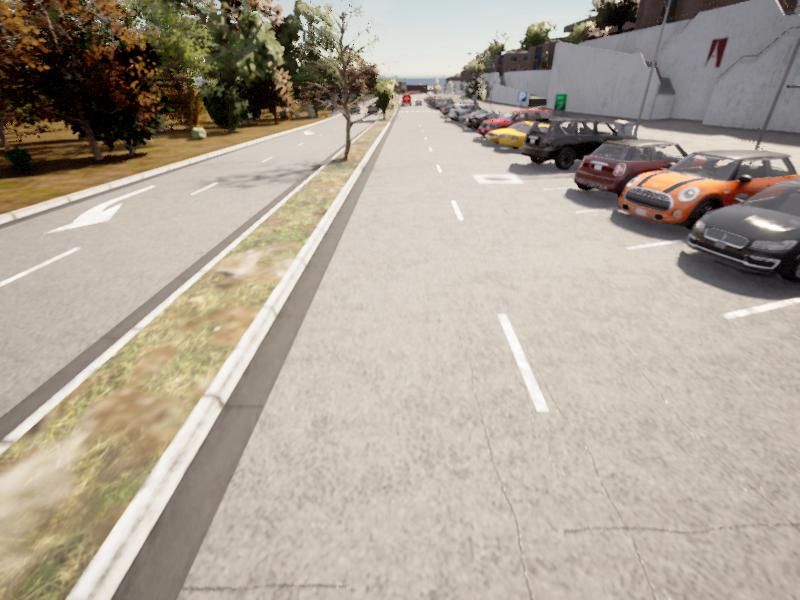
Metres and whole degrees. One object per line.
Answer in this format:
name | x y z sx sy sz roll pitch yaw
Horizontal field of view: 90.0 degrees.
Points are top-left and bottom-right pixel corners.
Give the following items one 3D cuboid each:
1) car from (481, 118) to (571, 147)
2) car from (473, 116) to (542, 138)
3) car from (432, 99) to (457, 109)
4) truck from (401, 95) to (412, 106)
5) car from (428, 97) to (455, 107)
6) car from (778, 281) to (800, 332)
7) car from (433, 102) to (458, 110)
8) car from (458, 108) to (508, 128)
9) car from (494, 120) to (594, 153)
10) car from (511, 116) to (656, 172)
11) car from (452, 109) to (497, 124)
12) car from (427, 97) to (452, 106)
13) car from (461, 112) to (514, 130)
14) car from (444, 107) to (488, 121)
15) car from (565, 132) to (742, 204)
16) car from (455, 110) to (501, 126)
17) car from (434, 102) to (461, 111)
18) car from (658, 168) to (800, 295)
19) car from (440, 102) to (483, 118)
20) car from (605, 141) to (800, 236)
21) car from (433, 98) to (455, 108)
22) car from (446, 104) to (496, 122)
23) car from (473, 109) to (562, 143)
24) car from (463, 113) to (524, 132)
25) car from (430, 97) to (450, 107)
car | 8.315 -11.152 26.564 5.366 1.575 1.946 -8 29 -17
car | 8.556 -13.865 31.975 4.792 1.488 2.163 -8 29 -17
car | 9.477 -41.688 85.164 4.553 1.767 2.185 -9 29 -17
truck | 1.713 -50.518 101.207 2.627 2.467 5.204 0 28 1
car | 9.620 -45.972 93.015 5.566 2.045 2.435 -9 29 -17
car | 8.146 -0.197 5.296 4.792 1.488 2.163 -9 28 -17
car | 9.455 -40.155 82.613 4.674 1.452 2.002 -9 29 -17
car | 8.799 -19.449 42.626 4.553 1.767 2.185 -8 29 -17
car | 8.618 -9.845 24.008 5.366 1.575 1.946 -8 28 -17
car | 8.378 -7.315 18.509 5.566 2.045 2.435 -8 28 -17
car | 8.886 -22.052 48.049 4.792 1.488 2.163 -9 28 -17
car | 9.763 -48.769 98.317 5.566 2.045 2.435 -9 29 -17
car | 8.724 -17.935 40.019 4.674 1.452 2.002 -8 29 -17
car | 8.779 -24.802 53.302 5.366 1.575 1.946 -9 29 -17
car | 8.229 -4.451 13.206 4.553 1.767 2.185 -8 28 -17
car | 8.816 -20.659 45.364 4.674 1.452 2.002 -9 29 -17
car | 9.388 -38.756 79.939 4.792 1.488 2.163 -9 29 -17
car | 8.174 -1.591 7.935 4.892 1.521 2.231 -9 29 -17
car | 9.021 -27.811 58.557 5.566 2.045 2.435 -9 29 -17
car | 8.246 -3.083 10.551 4.553 1.767 2.185 -9 29 -17
car | 9.662 -43.191 87.801 4.442 1.987 1.878 -9 29 -17
car | 8.934 -23.674 50.586 5.566 2.045 2.435 -9 29 -17
car | 8.514 -12.754 29.170 5.566 2.045 2.435 -8 29 -17
car | 8.668 -16.612 37.327 5.008 1.535 2.097 -8 28 -17
car | 9.581 -47.328 95.639 4.442 1.987 1.878 -9 30 -17
